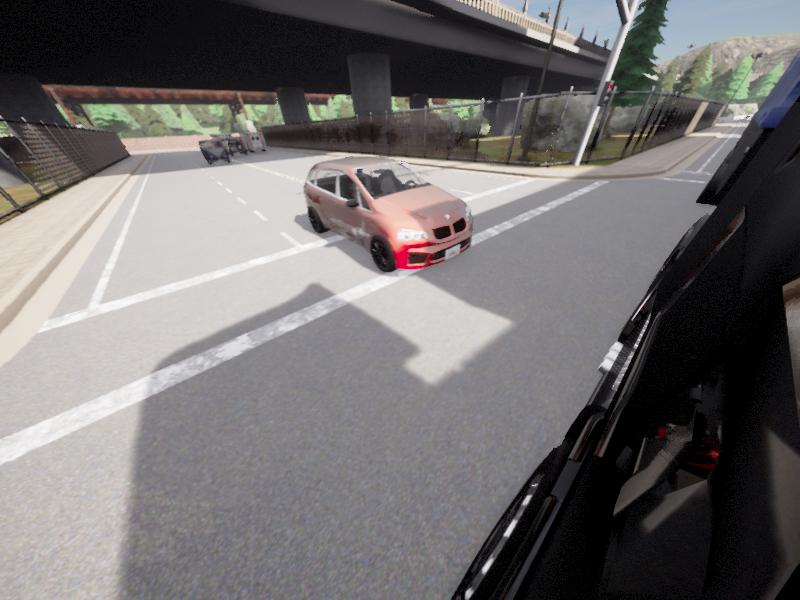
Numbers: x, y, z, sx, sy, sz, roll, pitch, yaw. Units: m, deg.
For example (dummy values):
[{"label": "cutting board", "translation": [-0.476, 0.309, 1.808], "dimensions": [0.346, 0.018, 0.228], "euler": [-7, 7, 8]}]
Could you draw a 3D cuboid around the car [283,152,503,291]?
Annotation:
[{"label": "car", "translation": [-0.536, -2.271, 5.358], "dimensions": [2.242, 1.667, 4.611], "euler": [-29, 43, -30]}]

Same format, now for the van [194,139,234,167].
[{"label": "van", "translation": [-17.559, -13.940, 21.791], "dimensions": [1.775, 1.987, 4.442], "euler": [-28, 44, -30]}]

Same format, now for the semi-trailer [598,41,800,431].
[{"label": "semi-trailer", "translation": [8.685, -3.618, 4.235], "dimensions": [14.254, 4.402, 2.717], "euler": [-28, 44, -30]}]

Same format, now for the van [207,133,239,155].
[{"label": "van", "translation": [-26.945, -23.729, 35.099], "dimensions": [2.351, 2.431, 6.366], "euler": [-28, 44, -30]}]

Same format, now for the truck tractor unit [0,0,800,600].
[{"label": "truck tractor unit", "translation": [2.645, -0.295, 0.351], "dimensions": [6.516, 4.208, 3.053], "euler": [-28, 44, -30]}]

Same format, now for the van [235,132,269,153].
[{"label": "van", "translation": [-22.568, -24.009, 35.193], "dimensions": [2.351, 2.431, 6.366], "euler": [-28, 44, -30]}]

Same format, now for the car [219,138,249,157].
[{"label": "car", "translation": [-21.729, -19.977, 30.211], "dimensions": [1.932, 1.855, 4.605], "euler": [-28, 44, -30]}]
